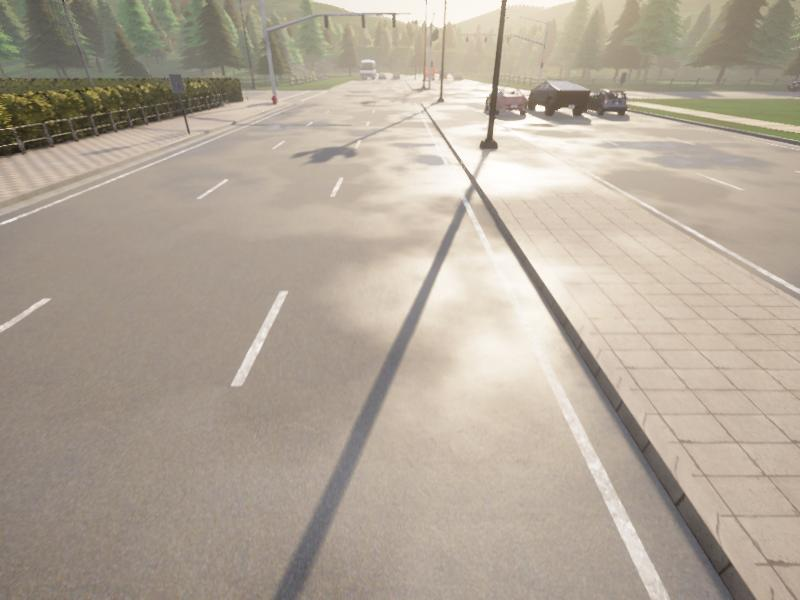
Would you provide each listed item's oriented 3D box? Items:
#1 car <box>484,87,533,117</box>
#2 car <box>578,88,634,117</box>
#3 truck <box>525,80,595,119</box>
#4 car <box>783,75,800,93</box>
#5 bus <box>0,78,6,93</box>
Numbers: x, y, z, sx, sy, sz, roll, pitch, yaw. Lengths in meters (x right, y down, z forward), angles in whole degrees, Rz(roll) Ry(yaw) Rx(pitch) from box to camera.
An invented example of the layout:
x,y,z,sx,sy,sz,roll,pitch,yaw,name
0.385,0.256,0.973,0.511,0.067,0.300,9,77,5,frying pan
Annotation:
x,y,z,sx,sy,sz,roll,pitch,yaw,name
7.744,-14.553,29.243,2.152,1.651,5.027,0,30,0,car
14.750,-14.340,28.896,1.851,1.617,3.988,0,30,0,car
11.250,-14.573,28.807,2.390,2.098,6.274,0,30,0,truck
53.516,-27.855,51.567,5.566,2.045,2.150,0,30,0,car
-56.747,-28.059,49.671,10.273,4.253,3.944,0,30,0,bus
